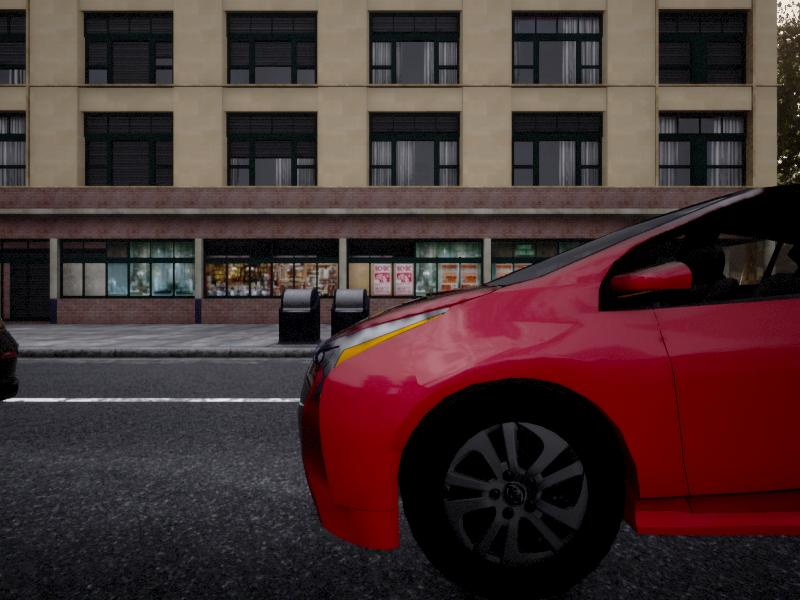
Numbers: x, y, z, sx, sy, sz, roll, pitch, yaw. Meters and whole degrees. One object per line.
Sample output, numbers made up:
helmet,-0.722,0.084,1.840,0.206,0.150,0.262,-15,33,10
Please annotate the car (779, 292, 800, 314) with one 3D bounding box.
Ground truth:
car,29.925,0.201,27.938,1.801,1.575,5.366,0,0,1

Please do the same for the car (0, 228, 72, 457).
car,-4.859,0.270,2.172,4.674,1.442,1.812,0,0,0

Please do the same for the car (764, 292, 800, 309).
car,42.436,0.046,43.539,3.866,1.878,1.905,0,0,-1

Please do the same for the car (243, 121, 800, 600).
car,1.791,0.228,2.195,4.514,1.525,2.007,0,0,0
